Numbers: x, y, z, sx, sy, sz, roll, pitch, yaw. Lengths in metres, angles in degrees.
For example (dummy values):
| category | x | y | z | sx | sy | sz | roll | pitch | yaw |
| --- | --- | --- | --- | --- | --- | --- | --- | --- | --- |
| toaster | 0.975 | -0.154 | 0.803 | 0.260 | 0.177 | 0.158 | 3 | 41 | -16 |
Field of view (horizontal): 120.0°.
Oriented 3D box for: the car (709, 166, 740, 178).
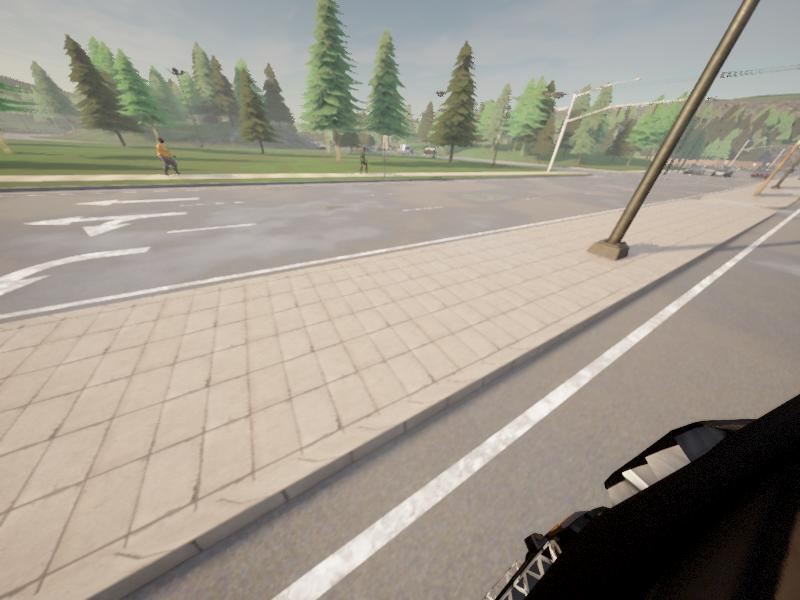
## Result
| category | x | y | z | sx | sy | sz | roll | pitch | yaw |
| --- | --- | --- | --- | --- | --- | --- | --- | --- | --- |
| car | 58.058 | -22.991 | 41.366 | 4.856 | 1.649 | 2.033 | -17 | 38 | -27 |

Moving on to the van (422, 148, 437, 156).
| category | x | y | z | sx | sy | sz | roll | pitch | yaw |
| --- | --- | --- | --- | --- | --- | --- | --- | --- | --- |
| van | 8.918 | -44.670 | 69.703 | 2.069 | 2.038 | 4.480 | -16 | 38 | -26 |

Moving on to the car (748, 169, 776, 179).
| category | x | y | z | sx | sy | sz | roll | pitch | yaw |
| --- | --- | --- | --- | --- | --- | --- | --- | --- | --- |
| car | 65.858 | -22.884 | 42.038 | 4.181 | 1.385 | 1.994 | -16 | 38 | -26 |

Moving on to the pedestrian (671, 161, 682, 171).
| category | x | y | z | sx | sy | sz | roll | pitch | yaw |
| --- | --- | --- | --- | --- | --- | --- | --- | --- | --- |
| pedestrian | 61.407 | -29.812 | 51.293 | 0.751 | 1.860 | 0.751 | -16 | 38 | -26 |

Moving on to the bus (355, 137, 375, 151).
| category | x | y | z | sx | sy | sz | roll | pitch | yaw |
| --- | --- | --- | --- | --- | --- | --- | --- | --- | --- |
| bus | -13.665 | -60.525 | 89.725 | 3.944 | 4.253 | 10.273 | -16 | 38 | -26 |

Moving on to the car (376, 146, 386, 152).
| category | x | y | z | sx | sy | sz | roll | pitch | yaw |
| --- | --- | --- | --- | --- | --- | --- | --- | --- | --- |
| car | -7.808 | -61.448 | 93.917 | 1.930 | 1.638 | 5.238 | -16 | 38 | -26 |

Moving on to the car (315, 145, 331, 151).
| category | x | y | z | sx | sy | sz | roll | pitch | yaw |
| --- | --- | --- | --- | --- | --- | --- | --- | --- | --- |
| car | -23.441 | -46.331 | 70.373 | 1.895 | 1.301 | 4.718 | 14 | 35 | 16 |

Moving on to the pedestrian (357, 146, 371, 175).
| category | x | y | z | sx | sy | sz | roll | pitch | yaw |
| --- | --- | --- | --- | --- | --- | --- | --- | --- | --- |
| pedestrian | -2.782 | -10.848 | 17.982 | 0.751 | 1.860 | 0.751 | -15 | 38 | -25 |

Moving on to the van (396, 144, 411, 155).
| category | x | y | z | sx | sy | sz | roll | pitch | yaw |
| --- | --- | --- | --- | --- | --- | --- | --- | --- | --- |
| van | 1.027 | -48.975 | 75.061 | 1.988 | 2.561 | 5.915 | -16 | 38 | -26 |

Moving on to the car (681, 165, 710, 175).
| category | x | y | z | sx | sy | sz | roll | pitch | yaw |
| --- | --- | --- | --- | --- | --- | --- | --- | --- | --- |
| car | 55.836 | -24.539 | 43.603 | 4.974 | 1.542 | 2.038 | -16 | 38 | -26 |

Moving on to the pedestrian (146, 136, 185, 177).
| category | x | y | z | sx | sy | sz | roll | pitch | yaw |
| --- | --- | --- | --- | --- | --- | --- | --- | --- | --- |
| pedestrian | -12.964 | -7.943 | 12.849 | 0.751 | 1.860 | 0.751 | -15 | 38 | -25 |
